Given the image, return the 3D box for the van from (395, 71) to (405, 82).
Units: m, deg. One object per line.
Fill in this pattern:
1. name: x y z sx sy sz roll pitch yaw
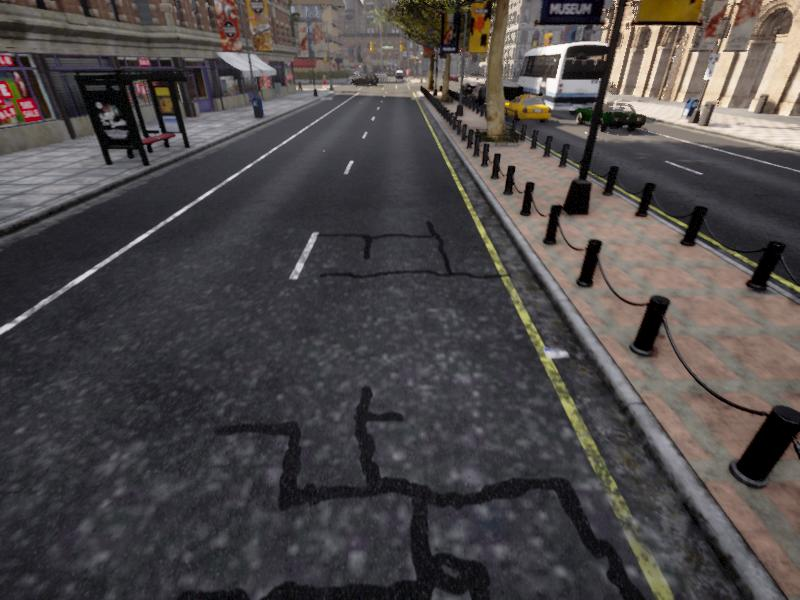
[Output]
1. van: -0.080 -48.508 86.783 2.069 2.038 4.480 0 30 0

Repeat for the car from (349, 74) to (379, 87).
1. car: -5.924 -36.514 66.475 4.605 1.855 1.932 9 31 13

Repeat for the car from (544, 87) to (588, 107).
1. car: 14.713 -18.184 35.742 1.895 1.301 4.718 0 30 0

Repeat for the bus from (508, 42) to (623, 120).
1. bus: 11.338 -16.138 29.335 3.944 4.253 10.273 0 30 0

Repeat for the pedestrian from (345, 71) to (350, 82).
1. pedestrian: -10.776 -45.960 82.261 0.751 1.860 0.751 -1 30 -1

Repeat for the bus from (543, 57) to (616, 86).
1. bus: 31.142 -39.880 69.877 10.273 4.253 3.944 0 30 0

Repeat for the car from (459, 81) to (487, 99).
1. car: 7.955 -23.213 44.125 2.128 1.511 4.902 0 30 0

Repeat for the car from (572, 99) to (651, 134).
1. car: 11.477 -10.214 22.145 1.895 1.301 4.718 0 30 0

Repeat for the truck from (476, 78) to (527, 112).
1. truck: 7.967 -16.564 32.192 2.390 2.098 6.274 0 30 0

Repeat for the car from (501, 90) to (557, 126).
1. car: 7.974 -12.248 25.336 1.801 1.575 5.366 0 30 0

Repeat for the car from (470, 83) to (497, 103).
1. car: 7.962 -19.917 38.479 1.845 1.501 3.633 0 30 0

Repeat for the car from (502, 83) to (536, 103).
1. car: 11.461 -20.192 38.984 1.837 1.490 4.892 0 30 0
